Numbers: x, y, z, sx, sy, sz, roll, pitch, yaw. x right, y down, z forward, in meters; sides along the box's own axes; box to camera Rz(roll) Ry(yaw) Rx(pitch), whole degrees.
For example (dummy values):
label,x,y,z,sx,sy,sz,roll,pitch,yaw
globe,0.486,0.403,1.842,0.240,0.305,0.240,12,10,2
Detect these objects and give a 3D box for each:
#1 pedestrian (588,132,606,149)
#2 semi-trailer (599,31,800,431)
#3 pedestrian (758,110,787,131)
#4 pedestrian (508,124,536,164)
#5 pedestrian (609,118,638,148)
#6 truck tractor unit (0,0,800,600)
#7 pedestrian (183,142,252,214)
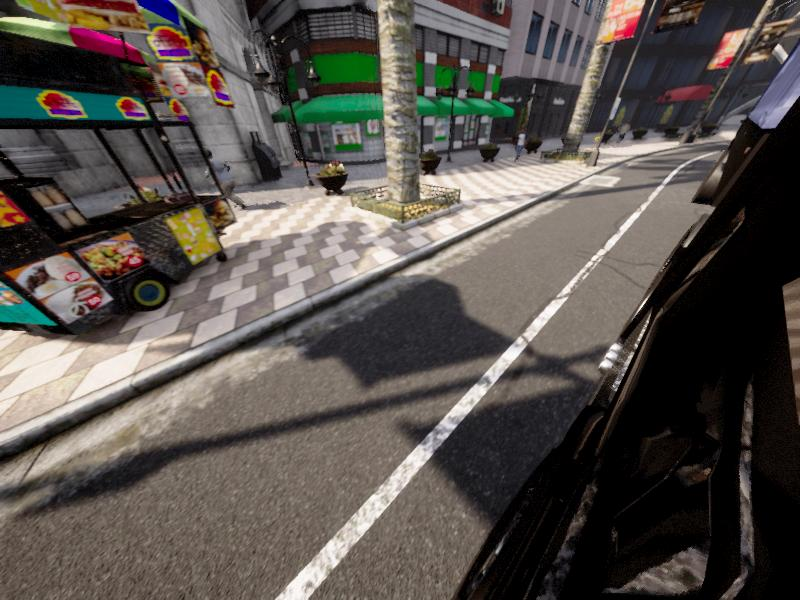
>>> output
label,x,y,z,sx,sy,sz,roll,pitch,yaw
pedestrian,15.506,-12.554,18.203,0.500,1.100,0.500,-18,39,-19
semi-trailer,8.640,-3.647,4.279,14.254,4.402,2.717,-29,44,-30
pedestrian,43.274,-20.903,26.899,0.751,1.860,0.751,15,40,22
pedestrian,7.129,-9.151,13.573,0.751,1.860,0.751,-29,44,-31
pedestrian,17.636,-13.173,18.255,0.751,1.860,0.751,-21,40,-22
truck tractor unit,2.645,-0.295,0.351,6.516,4.208,3.053,-28,44,-30
pedestrian,-5.563,-3.756,7.203,0.751,1.860,0.751,-4,37,-1
